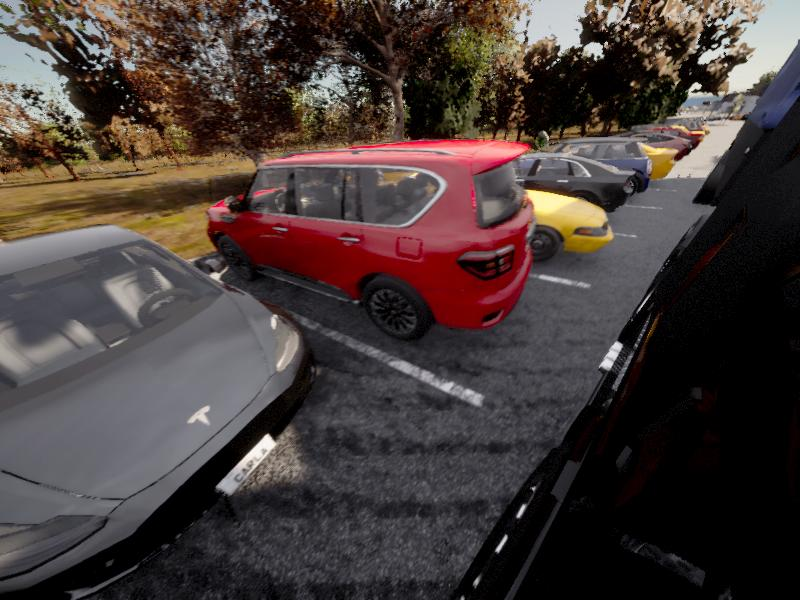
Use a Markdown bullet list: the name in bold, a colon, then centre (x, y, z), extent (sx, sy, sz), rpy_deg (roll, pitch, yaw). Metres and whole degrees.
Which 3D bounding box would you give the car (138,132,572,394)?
- **car**: centre (-0.918, -1.262, 3.738), extent (5.566, 2.045, 2.435), rpy_deg (17, 41, 26)

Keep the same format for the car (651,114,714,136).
- **car**: centre (36.423, -22.638, 30.018), extent (4.442, 1.987, 1.878), rpy_deg (13, 39, 22)

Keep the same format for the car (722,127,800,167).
- **car**: centre (19.172, -8.190, 12.247), extent (4.181, 1.385, 1.994), rpy_deg (-30, 44, -31)

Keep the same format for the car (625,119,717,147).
- **car**: centre (23.607, -14.781, 20.481), extent (4.553, 1.767, 2.185), rpy_deg (15, 40, 23)

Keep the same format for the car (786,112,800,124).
- **car**: centre (78.108, -34.630, 43.736), extent (4.553, 1.767, 2.185), rpy_deg (11, 39, 17)

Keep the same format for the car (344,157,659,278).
- **car**: centre (1.558, -2.224, 5.276), extent (5.366, 1.575, 1.946), rpy_deg (17, 40, 25)

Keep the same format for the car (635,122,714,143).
- **car**: centre (27.885, -17.223, 23.757), extent (4.674, 1.452, 2.002), rpy_deg (14, 40, 23)

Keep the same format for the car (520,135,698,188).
- **car**: centre (8.177, -5.924, 9.816), extent (5.008, 1.535, 2.097), rpy_deg (16, 41, 25)

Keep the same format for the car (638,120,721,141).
- **car**: centre (30.179, -18.517, 25.266), extent (5.366, 1.575, 1.946), rpy_deg (14, 39, 23)

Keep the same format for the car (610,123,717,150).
- **car**: centre (21.254, -13.459, 19.072), extent (5.366, 1.575, 1.946), rpy_deg (15, 40, 24)

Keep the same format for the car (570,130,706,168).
- **car**: centre (12.605, -8.377, 12.868), extent (4.792, 1.488, 2.163), rpy_deg (16, 40, 25)

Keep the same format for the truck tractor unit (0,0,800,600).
- **truck tractor unit**: centre (2.645, -0.295, 0.352), extent (6.516, 4.208, 3.053), rpy_deg (-28, 44, -30)

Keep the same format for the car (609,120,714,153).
- **car**: centre (19.210, -12.260, 17.387), extent (4.553, 1.767, 2.185), rpy_deg (15, 40, 24)

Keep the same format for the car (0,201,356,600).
- **car**: centre (-3.133, 0.187, 2.409), extent (4.792, 1.488, 2.163), rpy_deg (17, 40, 26)

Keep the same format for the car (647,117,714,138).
- **car**: centre (34.259, -21.256, 28.475), extent (4.553, 1.767, 2.185), rpy_deg (13, 40, 22)

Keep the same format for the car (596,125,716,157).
- **car**: centre (17.056, -10.888, 15.894), extent (5.008, 1.535, 2.097), rpy_deg (15, 40, 24)

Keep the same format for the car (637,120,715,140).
- **car**: centre (31.962, -19.896, 27.011), extent (5.366, 1.575, 1.946), rpy_deg (14, 40, 22)

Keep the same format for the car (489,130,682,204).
- **car**: centre (5.942, -4.796, 8.238), extent (4.553, 1.767, 2.185), rpy_deg (16, 41, 25)

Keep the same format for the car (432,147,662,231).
- **car**: centre (3.667, -3.479, 6.833), extent (4.892, 1.521, 2.231), rpy_deg (17, 41, 25)

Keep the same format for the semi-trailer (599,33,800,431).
- **semi-trailer**: centre (8.646, -3.638, 4.280), extent (14.254, 4.402, 2.717), rpy_deg (-29, 44, -30)

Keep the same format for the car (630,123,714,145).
- **car**: centre (25.745, -15.935, 22.167), extent (4.674, 1.452, 2.002), rpy_deg (14, 40, 23)

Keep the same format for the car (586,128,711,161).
- **car**: centre (14.882, -9.610, 14.372), extent (4.792, 1.488, 2.163), rpy_deg (16, 40, 24)
